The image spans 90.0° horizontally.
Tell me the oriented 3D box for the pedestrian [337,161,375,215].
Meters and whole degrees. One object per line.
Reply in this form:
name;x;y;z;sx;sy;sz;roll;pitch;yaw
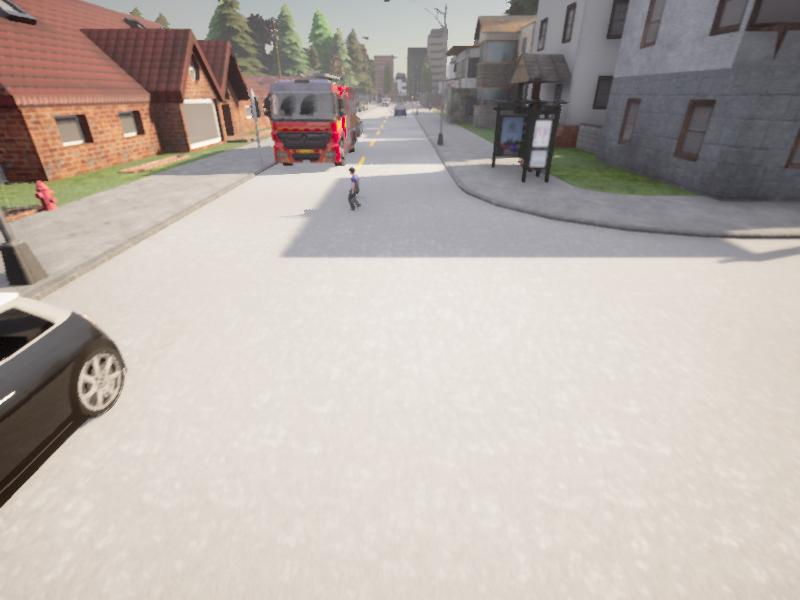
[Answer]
pedestrian;-1.216;-3.185;11.311;0.751;1.300;0.751;9;29;18

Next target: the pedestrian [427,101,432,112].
pedestrian;5.306;-34.340;70.958;0.751;1.860;0.751;0;27;0

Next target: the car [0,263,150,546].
car;-3.990;1.144;2.768;1.970;1.475;3.806;0;27;0

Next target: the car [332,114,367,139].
car;-3.959;-13.948;32.027;2.128;1.511;4.902;0;27;0

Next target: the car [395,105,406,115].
car;0.091;-34.471;72.409;2.007;1.525;4.514;0;27;0

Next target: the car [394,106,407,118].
car;0.078;-28.950;61.516;1.882;1.535;5.008;0;27;0

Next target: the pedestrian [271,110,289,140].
pedestrian;-8.506;-12.420;28.394;0.751;1.860;0.751;6;28;11

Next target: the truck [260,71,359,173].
truck;-3.978;-9.121;20.124;2.891;3.827;8.468;0;27;0
